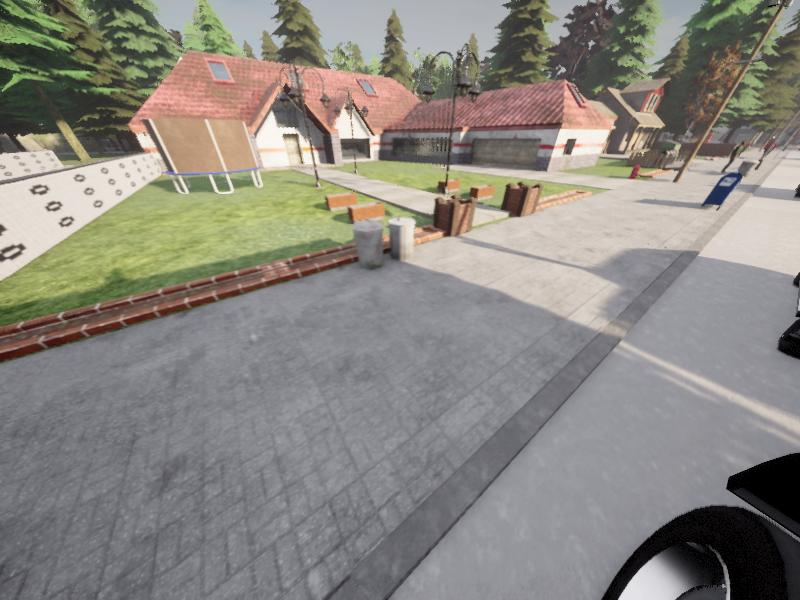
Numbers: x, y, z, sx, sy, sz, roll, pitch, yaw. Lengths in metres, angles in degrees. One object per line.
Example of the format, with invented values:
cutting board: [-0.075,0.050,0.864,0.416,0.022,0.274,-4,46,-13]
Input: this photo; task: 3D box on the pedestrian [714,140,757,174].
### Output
pedestrian: [22.319,-9.555,15.426,0.751,1.860,0.751,26,43,32]

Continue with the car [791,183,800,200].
car: [18.732,-5.226,9.518,3.866,1.878,1.905,-22,40,-28]

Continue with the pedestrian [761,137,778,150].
pedestrian: [64.432,-27.334,40.275,0.751,1.860,0.751,-20,40,-25]

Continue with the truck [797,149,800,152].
truck: [67.043,-25.086,37.081,6.274,2.098,2.390,-22,40,-27]

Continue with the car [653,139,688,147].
car: [65.363,-38.045,55.876,2.152,1.651,5.027,-22,41,-28]

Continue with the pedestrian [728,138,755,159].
pedestrian: [37.203,-16.532,25.191,0.751,1.860,0.751,-19,39,-24]

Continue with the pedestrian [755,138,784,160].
pedestrian: [38.429,-15.730,24.043,0.751,1.860,0.751,-23,41,-28]

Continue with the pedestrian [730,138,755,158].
pedestrian: [38.838,-17.252,26.198,0.751,1.860,0.751,-20,40,-26]

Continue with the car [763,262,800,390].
car: [6.583,-0.175,2.476,4.605,1.855,1.932,-20,40,-27]
